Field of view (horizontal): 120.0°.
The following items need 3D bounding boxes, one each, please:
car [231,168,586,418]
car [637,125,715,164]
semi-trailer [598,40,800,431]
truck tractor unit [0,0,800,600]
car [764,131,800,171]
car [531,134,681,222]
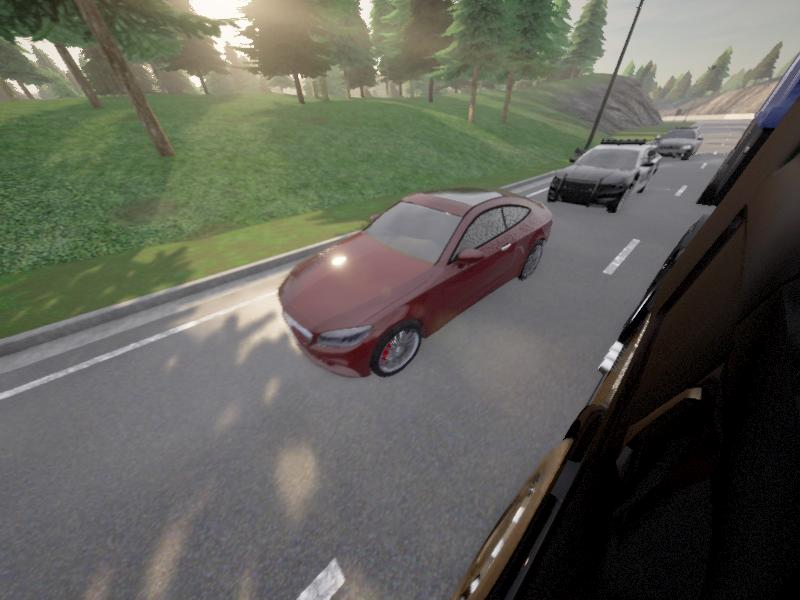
[{"bbox_3d":[0.601,-0.814,3.486,4.674,1.442,1.812,-28,44,-30],"label":"car"},{"bbox_3d":[16.846,-9.565,14.058,4.974,1.542,2.038,-28,44,-30],"label":"car"},{"bbox_3d":[8.693,-3.611,4.230,14.254,4.402,2.717,-28,44,-30],"label":"semi-trailer"},{"bbox_3d":[2.645,-0.295,0.351,6.516,4.208,3.053,-28,44,-30],"label":"truck tractor unit"},{"bbox_3d":[19.406,-6.834,10.397,4.181,1.385,1.994,-18,40,-19],"label":"car"},{"bbox_3d":[6.682,-4.157,7.398,5.238,1.638,1.930,-28,44,-30],"label":"car"}]
